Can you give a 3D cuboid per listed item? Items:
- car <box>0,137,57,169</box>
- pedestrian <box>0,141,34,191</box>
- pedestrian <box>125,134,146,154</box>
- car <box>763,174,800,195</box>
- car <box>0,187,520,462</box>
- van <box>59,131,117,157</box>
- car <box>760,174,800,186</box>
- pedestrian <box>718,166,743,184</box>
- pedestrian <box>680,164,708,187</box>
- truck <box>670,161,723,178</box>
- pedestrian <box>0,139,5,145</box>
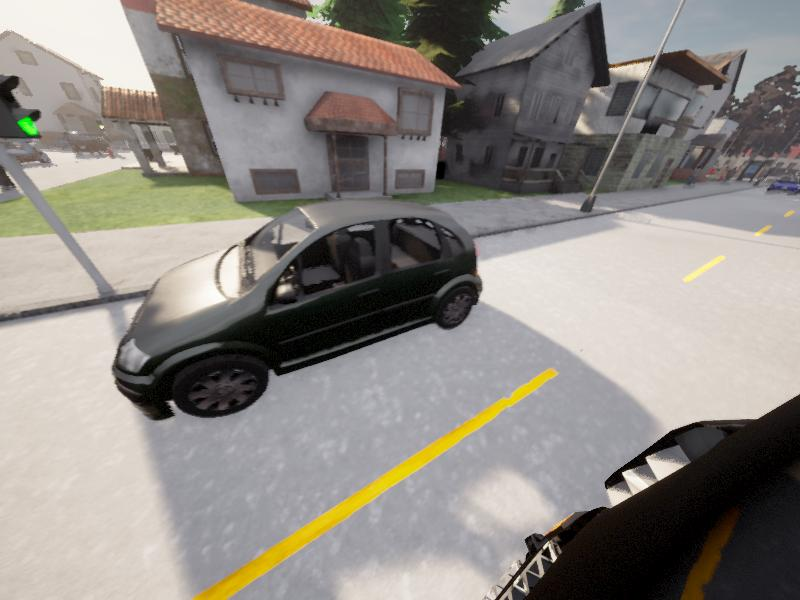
[{"bbox_3d":[-25.309,-9.473,14.779,2.007,1.525,4.514,-16,38,-26],"label":"car"},{"bbox_3d":[-15.113,-5.134,8.544,0.751,1.860,0.751,-16,38,-26],"label":"pedestrian"},{"bbox_3d":[-29.691,-17.534,25.975,0.751,1.860,0.751,22,38,26],"label":"pedestrian"},{"bbox_3d":[38.936,-11.571,23.038,4.514,1.525,2.007,-16,38,-26],"label":"car"},{"bbox_3d":[-0.824,-0.327,2.923,3.988,1.617,1.851,-16,38,-26],"label":"car"},{"bbox_3d":[-31.683,-16.025,23.693,1.775,1.987,4.442,-16,38,-26],"label":"van"},{"bbox_3d":[61.698,-19.008,36.608,4.718,1.301,1.895,25,39,29],"label":"car"},{"bbox_3d":[39.581,-14.992,27.692,0.751,1.860,0.751,-13,37,-22],"label":"pedestrian"},{"bbox_3d":[28.311,-11.989,22.286,0.751,1.860,0.751,-12,37,-22],"label":"pedestrian"},{"bbox_3d":[55.582,-24.644,43.530,2.627,2.467,5.204,-16,38,-26],"label":"truck"},{"bbox_3d":[-49.256,-19.747,27.761,0.751,1.860,0.751,-15,38,-25],"label":"pedestrian"}]
